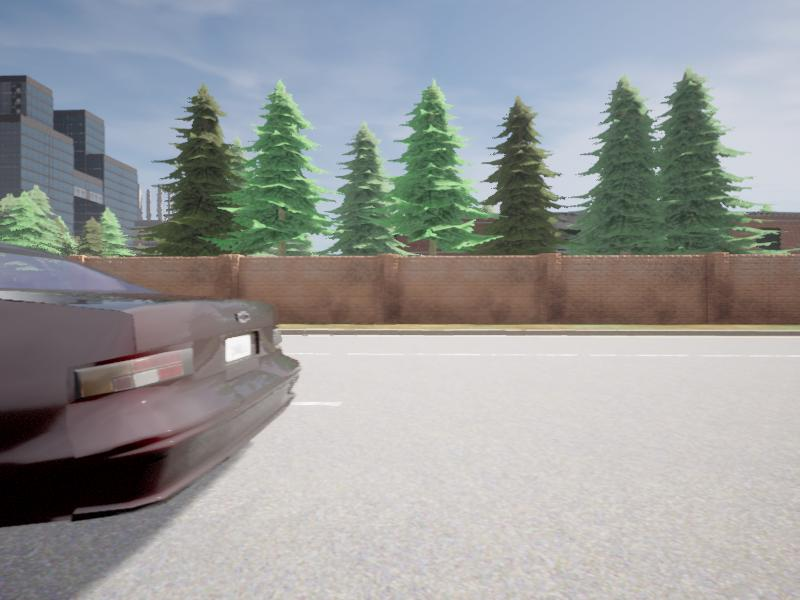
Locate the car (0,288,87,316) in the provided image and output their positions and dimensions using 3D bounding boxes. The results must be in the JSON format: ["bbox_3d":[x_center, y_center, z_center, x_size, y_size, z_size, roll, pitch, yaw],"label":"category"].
[{"bbox_3d":[-24.482,0.116,27.634,2.097,1.767,4.553,0,0,2],"label":"car"}]

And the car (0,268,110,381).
[{"bbox_3d":[-6.986,0.312,5.790,4.181,1.385,1.994,0,0,2],"label":"car"}]

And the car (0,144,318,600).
[{"bbox_3d":[-3.342,0.298,2.160,5.357,1.411,2.033,0,0,2],"label":"car"}]
